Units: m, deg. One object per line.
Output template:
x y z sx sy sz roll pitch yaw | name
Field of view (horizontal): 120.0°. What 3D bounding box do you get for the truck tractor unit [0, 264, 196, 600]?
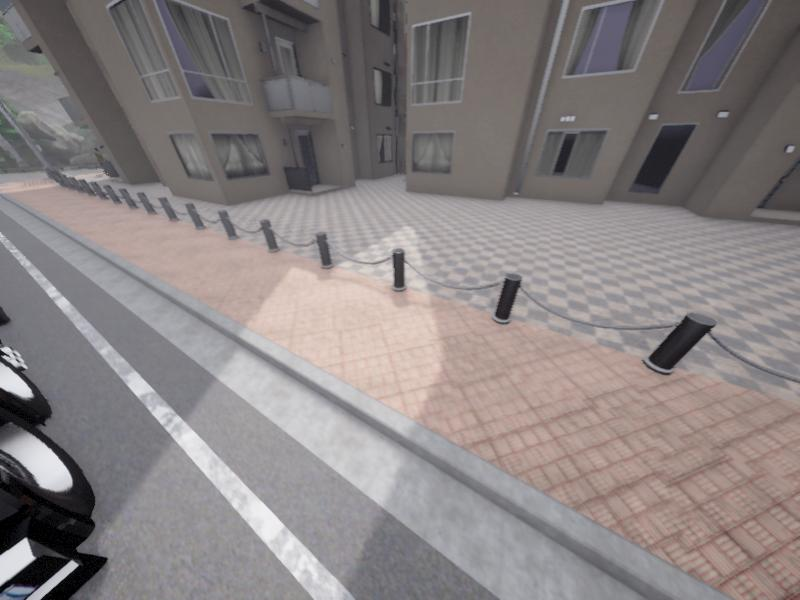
-5.113 -0.296 0.791 6.516 4.208 3.053 18 39 24 | truck tractor unit
